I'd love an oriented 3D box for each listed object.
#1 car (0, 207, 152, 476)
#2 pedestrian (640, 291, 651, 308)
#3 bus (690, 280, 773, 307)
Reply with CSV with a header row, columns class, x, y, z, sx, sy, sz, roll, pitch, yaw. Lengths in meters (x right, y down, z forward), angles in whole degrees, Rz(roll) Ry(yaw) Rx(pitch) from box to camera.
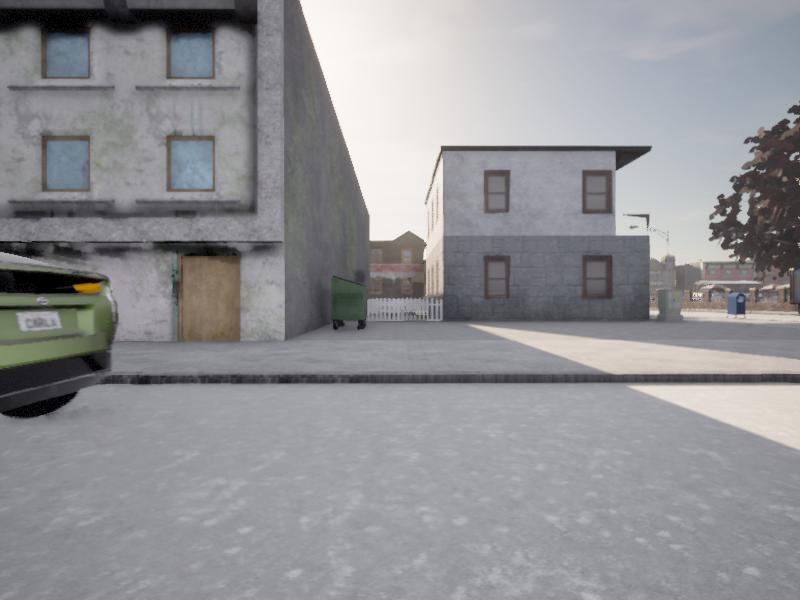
class,x,y,z,sx,sy,sz,roll,pitch,yaw
car,-4.525,0.236,2.658,4.514,1.525,2.007,0,0,0
pedestrian,27.242,-0.102,44.327,0.751,1.860,0.751,0,0,2
bus,53.502,-0.989,64.774,10.273,4.253,3.944,0,0,0
